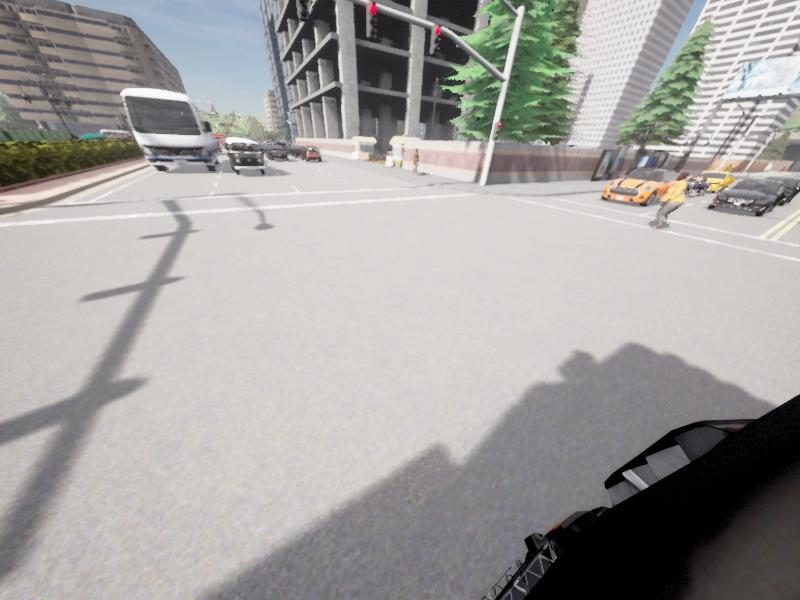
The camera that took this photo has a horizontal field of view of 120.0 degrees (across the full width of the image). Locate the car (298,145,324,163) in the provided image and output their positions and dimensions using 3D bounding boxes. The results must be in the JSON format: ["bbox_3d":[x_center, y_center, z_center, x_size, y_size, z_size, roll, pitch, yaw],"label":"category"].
[{"bbox_3d":[-10.672,-17.470,27.579,1.851,1.617,3.988,-16,38,-26],"label":"car"}]

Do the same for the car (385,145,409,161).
[{"bbox_3d":[-0.578,-22.175,34.847,1.905,1.878,3.866,-16,38,-26],"label":"car"}]

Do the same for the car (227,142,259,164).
[{"bbox_3d":[-15.924,-14.939,23.400,2.152,1.651,5.027,-16,39,-26],"label":"car"}]

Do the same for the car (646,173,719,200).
[{"bbox_3d":[19.824,-8.042,16.225,4.718,1.301,1.895,-16,38,-26],"label":"car"}]

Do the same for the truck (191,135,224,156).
[{"bbox_3d":[-25.343,-20.603,30.695,2.390,2.098,6.274,-16,38,-26],"label":"truck"}]

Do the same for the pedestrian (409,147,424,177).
[{"bbox_3d":[1.230,-10.412,17.430,0.751,1.860,0.751,-8,35,-16],"label":"pedestrian"}]

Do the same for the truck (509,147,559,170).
[{"bbox_3d":[19.124,-20.544,33.436,2.615,2.467,5.204,-16,38,-26],"label":"truck"}]

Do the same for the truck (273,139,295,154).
[{"bbox_3d":[-21.299,-28.205,42.312,2.390,2.098,6.274,-16,38,-26],"label":"truck"}]

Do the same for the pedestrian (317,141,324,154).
[{"bbox_3d":[-14.442,-27.800,42.126,0.751,1.860,0.751,-16,38,-26],"label":"pedestrian"}]

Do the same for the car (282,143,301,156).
[{"bbox_3d":[-17.403,-24.112,37.003,1.789,1.549,3.705,-16,38,-26],"label":"car"}]

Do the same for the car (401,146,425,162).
[{"bbox_3d":[1.968,-22.906,36.126,1.905,1.878,3.866,-16,38,-26],"label":"car"}]

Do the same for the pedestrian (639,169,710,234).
[{"bbox_3d":[9.263,-3.351,7.874,0.751,1.860,0.751,-26,44,-36],"label":"pedestrian"}]

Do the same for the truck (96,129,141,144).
[{"bbox_3d":[-52.183,-30.300,42.951,4.478,2.038,2.069,-16,38,-26],"label":"truck"}]

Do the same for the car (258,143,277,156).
[{"bbox_3d":[-20.296,-23.024,35.333,1.994,1.385,4.181,-16,38,-26],"label":"car"}]

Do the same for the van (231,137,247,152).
[{"bbox_3d":[-27.922,-26.976,40.085,1.775,1.987,4.442,-16,38,-26],"label":"van"}]

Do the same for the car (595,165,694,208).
[{"bbox_3d":[13.768,-6.514,13.049,4.553,1.767,2.097,-16,38,-26],"label":"car"}]

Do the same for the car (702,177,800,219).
[{"bbox_3d":[18.530,-5.500,12.167,4.892,1.490,1.837,-16,38,-26],"label":"car"}]

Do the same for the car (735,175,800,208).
[{"bbox_3d":[24.774,-7.286,15.296,4.892,1.490,1.837,-16,38,-26],"label":"car"}]

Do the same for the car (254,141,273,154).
[{"bbox_3d":[-23.928,-26.730,40.347,2.152,1.651,5.027,-16,38,-26],"label":"car"}]

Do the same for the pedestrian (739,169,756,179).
[{"bbox_3d":[53.463,-19.328,35.504,0.751,1.300,0.751,-12,36,-20],"label":"pedestrian"}]

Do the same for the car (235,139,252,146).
[{"bbox_3d":[-47.064,-47.432,69.568,2.128,1.511,4.902,-1,34,-5],"label":"car"}]

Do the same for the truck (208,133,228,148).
[{"bbox_3d":[-38.876,-34.163,49.517,2.627,2.467,5.204,-16,38,-26],"label":"truck"}]

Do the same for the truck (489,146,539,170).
[{"bbox_3d":[15.393,-19.473,31.562,2.615,2.467,5.204,-16,38,-26],"label":"truck"}]

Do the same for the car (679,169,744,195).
[{"bbox_3d":[25.834,-9.858,19.163,5.008,1.535,1.882,-16,38,-26],"label":"car"}]

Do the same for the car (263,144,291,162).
[{"bbox_3d":[-14.584,-17.435,27.312,2.128,1.511,4.902,-17,38,-26],"label":"car"}]

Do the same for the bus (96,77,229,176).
[{"bbox_3d":[-15.643,-12.068,16.792,3.944,4.253,10.273,-16,38,-26],"label":"bus"}]

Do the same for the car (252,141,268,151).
[{"bbox_3d":[-27.817,-30.541,45.810,2.007,1.525,4.514,-16,38,-26],"label":"car"}]

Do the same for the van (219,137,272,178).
[{"bbox_3d":[-10.677,-9.870,15.883,2.069,2.038,4.480,-19,40,-30],"label":"van"}]

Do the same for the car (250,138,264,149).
[{"bbox_3d":[-31.626,-34.571,50.987,1.932,1.855,4.605,-16,38,-26],"label":"car"}]

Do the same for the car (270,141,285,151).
[{"bbox_3d":[-25.855,-32.518,48.796,1.930,1.638,5.238,-16,38,-26],"label":"car"}]

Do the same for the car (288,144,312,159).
[{"bbox_3d":[-14.002,-20.730,32.242,1.882,1.535,5.008,-16,38,-26],"label":"car"}]

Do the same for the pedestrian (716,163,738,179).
[{"bbox_3d":[43.348,-17.115,30.673,0.751,1.860,0.751,-14,37,-23],"label":"pedestrian"}]

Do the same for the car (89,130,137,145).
[{"bbox_3d":[-50.684,-28.788,40.985,4.605,1.855,1.932,-16,38,-26],"label":"car"}]
